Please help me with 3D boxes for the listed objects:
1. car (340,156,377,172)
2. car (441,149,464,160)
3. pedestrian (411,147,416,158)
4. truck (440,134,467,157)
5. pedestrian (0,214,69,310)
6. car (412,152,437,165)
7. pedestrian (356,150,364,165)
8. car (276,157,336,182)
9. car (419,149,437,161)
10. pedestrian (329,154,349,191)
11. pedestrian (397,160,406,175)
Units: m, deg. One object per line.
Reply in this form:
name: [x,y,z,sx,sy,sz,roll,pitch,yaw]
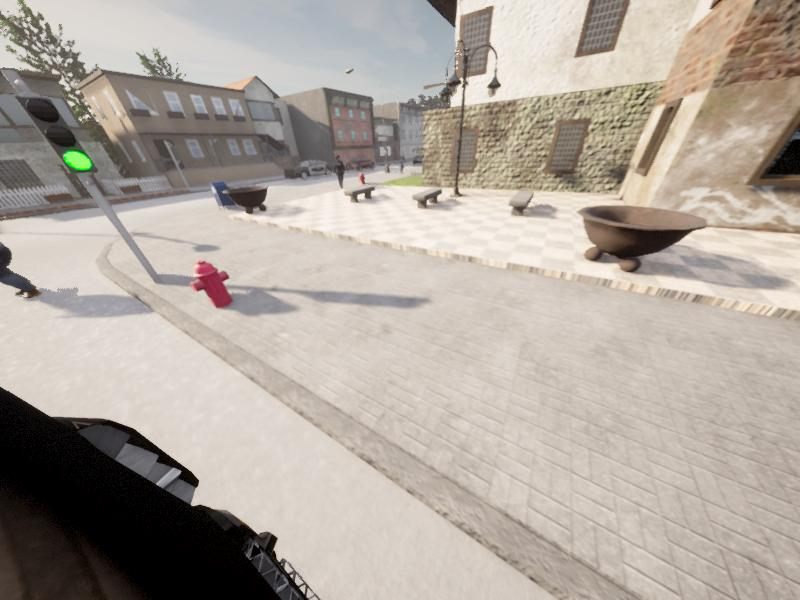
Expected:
car: [-4.933,-16.407,27.843,1.994,1.385,4.181,16,38,27]
car: [9.338,-25.866,40.968,2.033,1.411,5.357,16,38,27]
pedestrian: [2.701,-29.443,46.221,0.751,1.860,0.751,24,42,35]
truck: [11.838,-33.727,50.423,2.891,3.827,8.468,16,38,26]
pedestrian: [-7.367,-0.816,4.041,0.751,1.860,0.751,-13,35,-15]
car: [3.556,-20.268,33.003,1.994,1.385,4.181,16,38,27]
pedestrian: [-5.979,-21.255,34.553,0.751,1.860,0.751,15,37,25]
car: [-8.869,-12.808,22.476,1.930,1.638,5.238,16,38,26]
car: [5.076,-26.171,41.617,1.789,1.549,3.705,16,38,26]
pedestrian: [-3.552,-7.487,13.597,0.751,1.860,0.751,-6,34,-5]
pedestrian: [0.152,-11.333,19.810,0.500,1.100,0.500,17,39,27]
